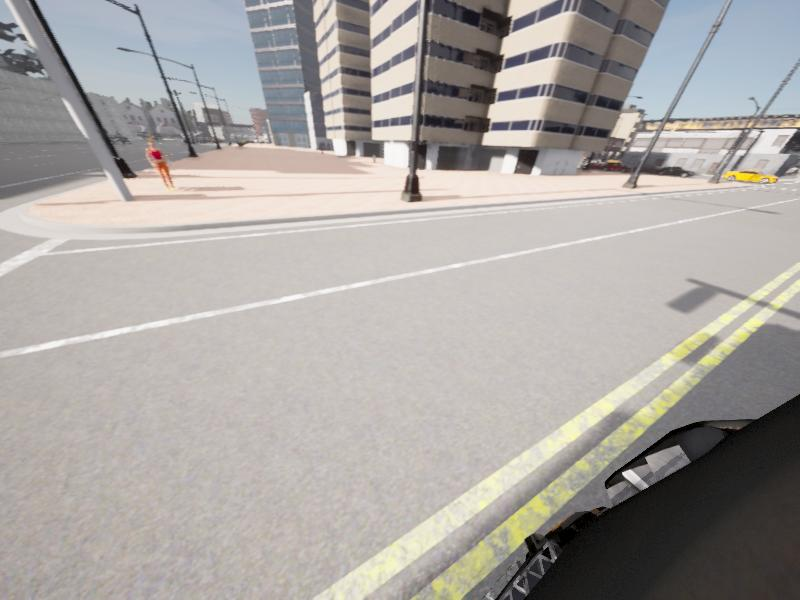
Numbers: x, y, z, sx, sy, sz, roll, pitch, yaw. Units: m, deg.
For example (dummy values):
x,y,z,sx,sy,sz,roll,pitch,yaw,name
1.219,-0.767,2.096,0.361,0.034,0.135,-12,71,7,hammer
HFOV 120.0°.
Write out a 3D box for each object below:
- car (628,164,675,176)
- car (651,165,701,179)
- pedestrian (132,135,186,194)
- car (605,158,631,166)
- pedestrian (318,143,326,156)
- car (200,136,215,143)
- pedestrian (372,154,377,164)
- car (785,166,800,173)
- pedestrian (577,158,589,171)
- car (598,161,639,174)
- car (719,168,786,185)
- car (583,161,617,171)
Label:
x,y,z,sx,sy,sz,roll,pitch,yaw,name
45.277,-23.583,41.789,2.033,1.411,5.357,-14,37,-24,car
44.221,-20.634,37.161,1.812,1.442,4.674,-14,37,-24,car
-9.286,-5.223,8.964,0.751,1.860,0.751,30,42,34,pedestrian
66.072,-41.797,70.038,2.152,1.636,5.027,-14,38,-24,car
-13.415,-25.909,39.780,0.751,1.860,0.751,-19,39,-29,pedestrian
-58.573,-48.795,70.335,2.038,1.542,4.974,-9,36,-17,car
-3.406,-19.012,31.051,0.500,1.100,0.500,11,35,11,pedestrian
96.718,-31.262,55.476,1.812,1.442,4.674,14,36,15,car
31.218,-23.148,39.412,0.751,1.860,0.751,-16,38,-26,pedestrian
40.507,-24.674,42.935,2.033,1.649,4.856,-14,37,-24,car
50.660,-17.865,33.347,1.882,1.535,5.008,-14,38,-24,car
41.377,-27.751,47.900,2.163,1.488,4.792,-14,36,-24,car
